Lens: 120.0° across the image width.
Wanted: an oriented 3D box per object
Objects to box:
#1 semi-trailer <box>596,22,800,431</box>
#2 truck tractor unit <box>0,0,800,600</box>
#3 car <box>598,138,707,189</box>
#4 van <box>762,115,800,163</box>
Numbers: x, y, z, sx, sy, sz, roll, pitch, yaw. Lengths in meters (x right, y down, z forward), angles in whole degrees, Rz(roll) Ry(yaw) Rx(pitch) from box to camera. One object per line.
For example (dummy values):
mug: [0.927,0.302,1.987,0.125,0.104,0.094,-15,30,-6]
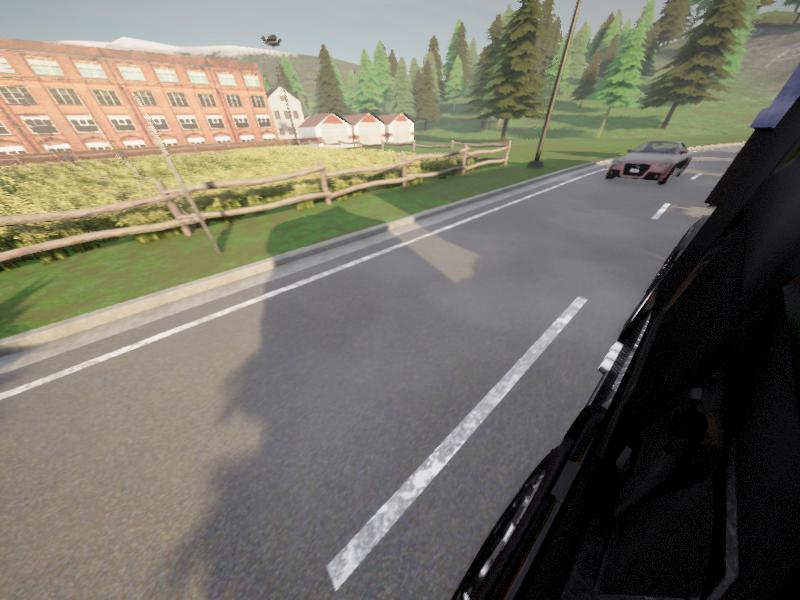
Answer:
semi-trailer: [8.828,-3.493,4.126,14.254,4.402,2.717,-26,42,-29]
truck tractor unit: [2.645,-0.295,0.351,6.516,4.208,3.053,-28,44,-30]
car: [10.930,-6.042,10.005,4.181,1.385,1.994,-25,42,-27]
van: [22.875,-8.750,12.377,4.480,2.038,2.069,-17,38,-19]
